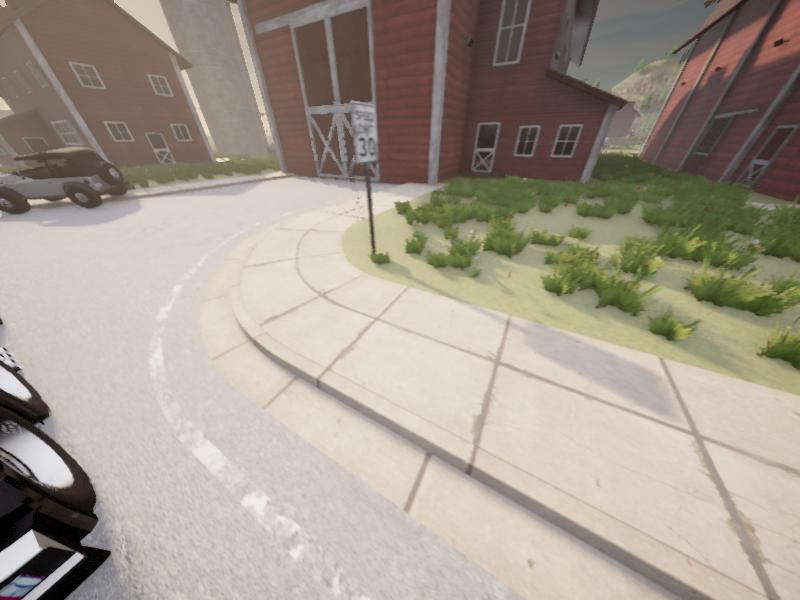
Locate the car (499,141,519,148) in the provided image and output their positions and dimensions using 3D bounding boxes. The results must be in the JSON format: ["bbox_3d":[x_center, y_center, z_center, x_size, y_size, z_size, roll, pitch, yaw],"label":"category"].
[{"bbox_3d":[30.777,-43.790,65.099,4.611,1.667,2.242,18,39,24],"label":"car"}]

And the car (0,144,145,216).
[{"bbox_3d":[-13.435,-4.738,9.034,3.866,1.878,1.905,-10,42,-10],"label":"car"}]

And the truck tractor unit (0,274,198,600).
[{"bbox_3d":[-5.128,-0.282,0.761,6.516,4.208,3.053,18,39,23],"label":"truck tractor unit"}]

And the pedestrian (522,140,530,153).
[{"bbox_3d":[21.849,-26.684,40.095,0.751,1.860,0.751,17,39,24],"label":"pedestrian"}]

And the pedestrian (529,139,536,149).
[{"bbox_3d":[29.824,-35.029,51.959,0.751,1.860,0.751,18,39,24],"label":"pedestrian"}]
